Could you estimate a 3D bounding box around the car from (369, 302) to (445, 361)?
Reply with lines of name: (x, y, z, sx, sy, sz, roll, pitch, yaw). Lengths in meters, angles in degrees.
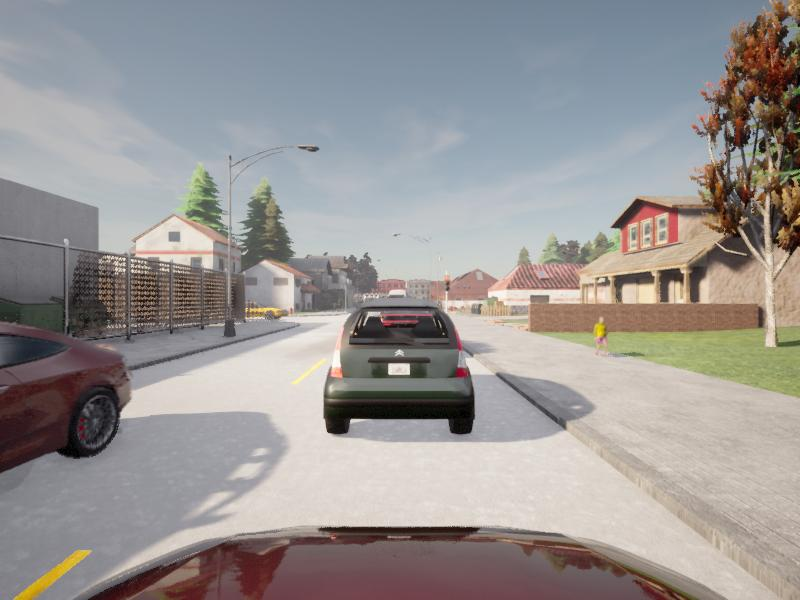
car: (0.127, 0.828, 12.723, 2.007, 1.525, 4.514, 0, 0, -2)

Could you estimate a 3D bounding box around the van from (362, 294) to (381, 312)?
van: (-4.044, 0.377, 57.411, 2.351, 2.431, 6.366, 0, 0, 0)

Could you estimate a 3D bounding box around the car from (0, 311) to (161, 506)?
car: (-3.990, 0.870, 2.813, 1.812, 1.442, 4.674, 0, 0, 0)

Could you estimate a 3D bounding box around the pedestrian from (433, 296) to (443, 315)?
pedestrian: (3.761, 0.533, 39.527, 0.751, 1.860, 0.751, 0, 0, 26)

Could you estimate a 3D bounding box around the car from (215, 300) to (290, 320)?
car: (-11.681, 0.801, 31.907, 5.366, 1.575, 1.801, 0, 0, -1)

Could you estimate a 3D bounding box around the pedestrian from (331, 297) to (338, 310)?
pedestrian: (-9.269, 0.533, 56.586, 0.751, 1.860, 0.751, 0, 0, 0)

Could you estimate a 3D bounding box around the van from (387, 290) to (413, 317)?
van: (0.049, 0.322, 41.568, 1.988, 2.561, 5.915, 1, 0, 7)

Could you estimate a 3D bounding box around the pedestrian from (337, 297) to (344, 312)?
pedestrian: (-7.203, 0.534, 48.181, 0.751, 1.860, 0.751, 0, 0, 0)

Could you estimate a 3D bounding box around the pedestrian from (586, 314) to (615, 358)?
pedestrian: (5.172, 0.913, 10.325, 0.500, 1.100, 0.500, 0, 0, 0)

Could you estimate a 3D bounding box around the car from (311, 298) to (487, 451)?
car: (-0.005, 0.788, 6.219, 1.851, 1.617, 3.988, 0, 0, 0)
